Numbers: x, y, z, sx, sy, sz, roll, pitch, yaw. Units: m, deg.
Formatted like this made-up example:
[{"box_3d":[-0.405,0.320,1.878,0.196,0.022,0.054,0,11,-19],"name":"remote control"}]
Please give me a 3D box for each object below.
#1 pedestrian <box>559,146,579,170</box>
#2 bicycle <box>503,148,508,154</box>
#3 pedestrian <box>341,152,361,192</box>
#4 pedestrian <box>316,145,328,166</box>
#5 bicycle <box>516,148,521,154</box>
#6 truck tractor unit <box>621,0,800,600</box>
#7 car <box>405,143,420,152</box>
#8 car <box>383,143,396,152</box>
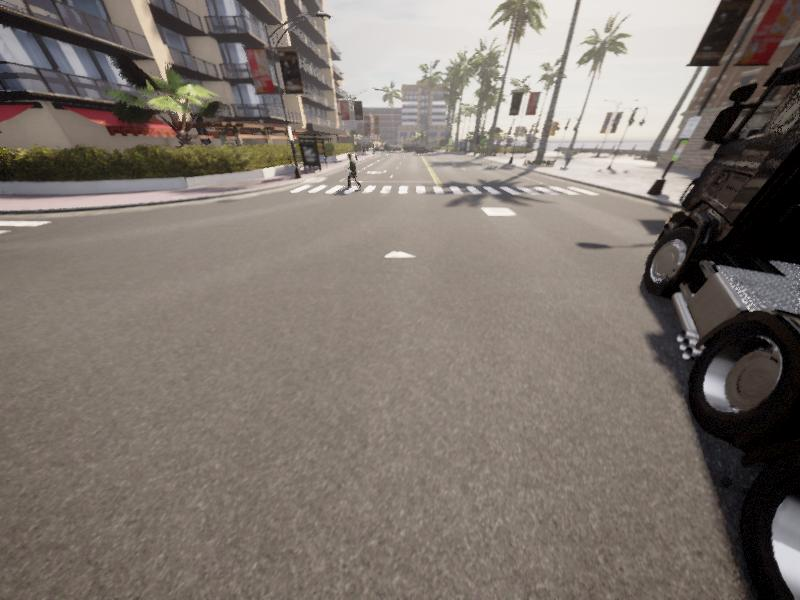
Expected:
[{"box_3d":[15.781,-13.304,21.596,0.751,1.860,0.751,10,36,15],"name":"pedestrian"},{"box_3d":[24.445,-34.667,53.670,0.373,1.024,1.643,1,34,2],"name":"bicycle"},{"box_3d":[-2.668,-7.066,12.760,0.751,1.860,0.751,2,34,3],"name":"pedestrian"},{"box_3d":[-8.403,-15.599,24.994,0.751,1.860,0.751,1,34,2],"name":"pedestrian"},{"box_3d":[27.459,-34.601,53.569,0.373,1.024,1.643,1,34,2],"name":"bicycle"},{"box_3d":[4.548,-0.649,1.295,3.053,4.208,6.516,22,40,28],"name":"truck tractor unit"},{"box_3d":[3.854,-46.715,70.693,2.150,2.045,5.566,-15,37,-20],"name":"car"},{"box_3d":[-3.164,-45.949,69.582,2.150,2.045,5.566,-12,36,-17],"name":"car"}]
